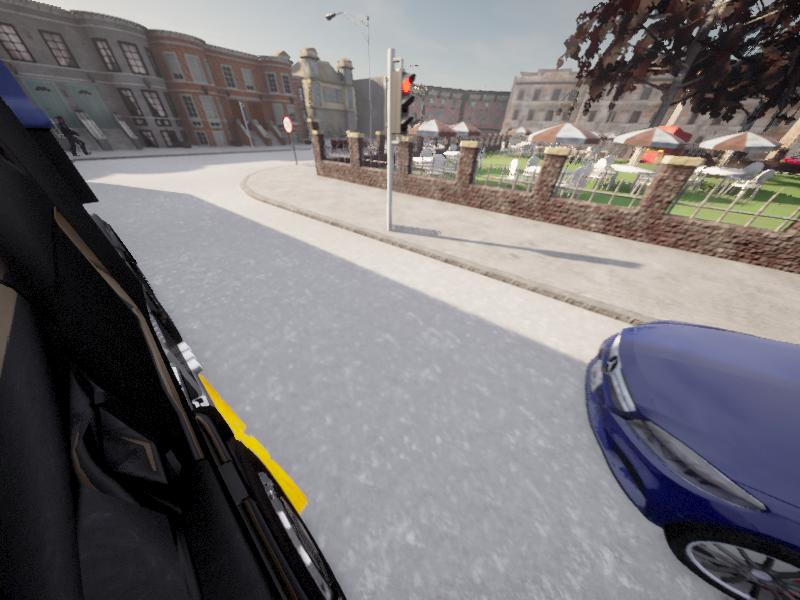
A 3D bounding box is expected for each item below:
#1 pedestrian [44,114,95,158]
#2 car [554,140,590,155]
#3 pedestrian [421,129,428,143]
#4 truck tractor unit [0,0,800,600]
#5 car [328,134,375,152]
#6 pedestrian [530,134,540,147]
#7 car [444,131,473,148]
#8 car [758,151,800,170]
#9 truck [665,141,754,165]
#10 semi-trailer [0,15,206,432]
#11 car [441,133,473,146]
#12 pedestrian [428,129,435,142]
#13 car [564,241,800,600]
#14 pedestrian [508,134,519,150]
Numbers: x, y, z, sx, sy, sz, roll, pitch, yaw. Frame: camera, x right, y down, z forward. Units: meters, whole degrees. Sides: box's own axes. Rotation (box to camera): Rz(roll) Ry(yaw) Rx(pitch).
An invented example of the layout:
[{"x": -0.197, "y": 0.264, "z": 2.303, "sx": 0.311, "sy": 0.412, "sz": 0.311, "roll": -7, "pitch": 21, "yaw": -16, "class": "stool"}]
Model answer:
[{"x": -17.743, "y": -8.829, "z": 12.461, "sx": 0.751, "sy": 1.860, "sz": 0.751, "roll": 31, "pitch": 45, "yaw": 32, "class": "pedestrian"}, {"x": 24.845, "y": -22.156, "z": 33.488, "sx": 3.806, "sy": 1.475, "sz": 1.970, "roll": 23, "pitch": 42, "yaw": 25, "class": "car"}, {"x": 4.013, "y": -26.781, "z": 37.739, "sx": 0.751, "sy": 1.860, "sz": 0.751, "roll": 23, "pitch": 41, "yaw": 24, "class": "pedestrian"}, {"x": -2.645, "y": -0.295, "z": 0.352, "sx": 6.516, "sy": 4.208, "sz": 3.053, "roll": 28, "pitch": 44, "yaw": 30, "class": "truck tractor unit"}, {"x": -4.842, "y": -16.160, "z": 23.729, "sx": 1.895, "sy": 1.301, "sz": 4.718, "roll": 24, "pitch": 42, "yaw": 26, "class": "car"}, {"x": 24.647, "y": -29.057, "z": 42.113, "sx": 0.751, "sy": 1.860, "sz": 0.751, "roll": 30, "pitch": 45, "yaw": 31, "class": "pedestrian"}, {"x": 8.556, "y": -23.224, "z": 33.504, "sx": 1.932, "sy": 1.855, "sz": 4.605, "roll": 27, "pitch": 43, "yaw": 29, "class": "car"}, {"x": 45.524, "y": -15.867, "z": 26.441, "sx": 4.514, "sy": 1.525, "sz": 2.007, "roll": 24, "pitch": 42, "yaw": 26, "class": "car"}, {"x": 39.261, "y": -18.980, "z": 29.693, "sx": 6.274, "sy": 2.098, "sz": 2.390, "roll": 24, "pitch": 42, "yaw": 26, "class": "truck"}, {"x": -8.946, "y": -3.433, "z": 3.954, "sx": 14.254, "sy": 4.402, "sz": 2.717, "roll": 25, "pitch": 42, "yaw": 27, "class": "semi-trailer"}, {"x": 9.637, "y": -27.147, "z": 39.077, "sx": 5.008, "sy": 1.535, "sz": 1.882, "roll": -18, "pitch": 42, "yaw": -25, "class": "car"}, {"x": 5.537, "y": -28.945, "z": 40.713, "sx": 0.751, "sy": 1.860, "sz": 0.751, "roll": -24, "pitch": 45, "yaw": -31, "class": "pedestrian"}, {"x": 3.723, "y": 1.319, "z": 0.942, "sx": 4.674, "sy": 1.442, "sz": 1.812, "roll": 24, "pitch": 42, "yaw": 25, "class": "car"}, {"x": 16.361, "y": -22.864, "z": 33.342, "sx": 0.751, "sy": 1.860, "sz": 0.751, "roll": 25, "pitch": 42, "yaw": 26, "class": "pedestrian"}]
